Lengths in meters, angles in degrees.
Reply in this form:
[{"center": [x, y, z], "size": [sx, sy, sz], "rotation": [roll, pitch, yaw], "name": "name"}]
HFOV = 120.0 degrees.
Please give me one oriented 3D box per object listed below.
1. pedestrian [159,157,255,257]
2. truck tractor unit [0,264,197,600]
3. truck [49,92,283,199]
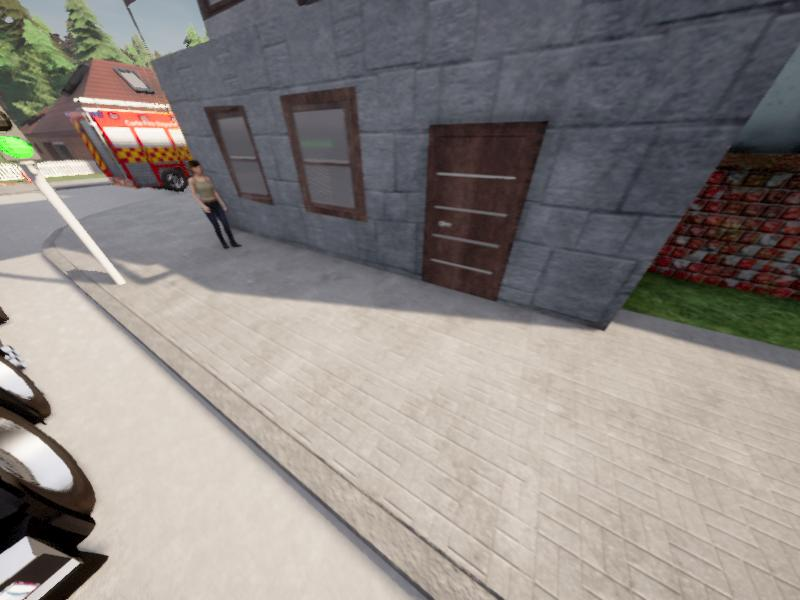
[{"center": [-4.113, -2.026, 5.078], "size": [0.751, 1.860, 0.751], "rotation": [18, 39, 24], "name": "pedestrian"}, {"center": [-5.115, -0.296, 0.782], "size": [6.516, 4.208, 3.053], "rotation": [18, 39, 24], "name": "truck tractor unit"}, {"center": [-11.957, -8.971, 13.639], "size": [2.891, 3.827, 8.468], "rotation": [16, 38, 22], "name": "truck"}]
